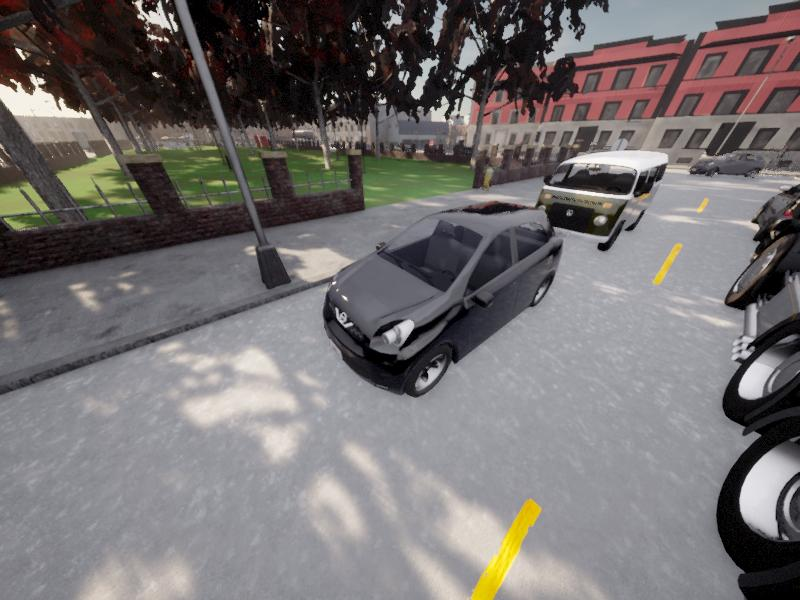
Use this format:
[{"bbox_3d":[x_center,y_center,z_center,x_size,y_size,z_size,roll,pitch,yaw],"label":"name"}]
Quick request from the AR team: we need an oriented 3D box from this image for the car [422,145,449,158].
[{"bbox_3d":[5.331,-22.645,35.143,1.789,1.549,3.705,-25,42,-31],"label":"car"}]

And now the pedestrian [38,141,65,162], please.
[{"bbox_3d":[-36.506,-15.582,24.204,0.751,1.860,0.751,24,41,30],"label":"pedestrian"}]

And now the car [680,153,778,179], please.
[{"bbox_3d":[24.343,-10.084,17.294,3.633,1.501,1.845,5,34,8],"label":"car"}]

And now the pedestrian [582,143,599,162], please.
[{"bbox_3d":[22.627,-17.507,27.416,0.751,1.860,0.751,-25,42,-32],"label":"pedestrian"}]

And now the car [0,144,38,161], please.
[{"bbox_3d":[-45.619,-17.477,27.367,1.845,1.501,3.633,-25,42,-32],"label":"car"}]

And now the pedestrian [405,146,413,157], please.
[{"bbox_3d":[1.237,-21.175,33.001,0.751,1.300,0.751,-25,42,-32],"label":"pedestrian"}]

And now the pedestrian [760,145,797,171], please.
[{"bbox_3d":[32.602,-12.232,19.929,0.751,1.860,0.751,28,44,34],"label":"pedestrian"}]

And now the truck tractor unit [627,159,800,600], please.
[{"bbox_3d":[4.921,-0.457,1.006,6.516,4.208,3.053,-26,42,-32],"label":"truck tractor unit"}]

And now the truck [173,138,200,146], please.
[{"bbox_3d":[-70.850,-52.371,76.707,6.274,2.098,2.390,-25,42,-31],"label":"truck"}]

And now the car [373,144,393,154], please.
[{"bbox_3d":[-3.185,-28.573,43.646,1.970,1.475,3.806,-25,42,-31],"label":"car"}]

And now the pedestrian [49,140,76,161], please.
[{"bbox_3d":[-36.492,-16.158,25.029,0.751,1.860,0.751,-25,42,-31],"label":"pedestrian"}]

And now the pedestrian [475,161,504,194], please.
[{"bbox_3d":[4.321,-5.980,11.236,0.751,1.300,0.751,-25,42,-31],"label":"pedestrian"}]

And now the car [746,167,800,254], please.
[{"bbox_3d":[11.447,-2.455,6.194,3.988,1.617,1.851,-25,42,-32],"label":"car"}]

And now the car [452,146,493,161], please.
[{"bbox_3d":[9.602,-19.628,30.903,1.837,1.490,4.892,-26,42,-32],"label":"car"}]

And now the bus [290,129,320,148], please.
[{"bbox_3d":[-27.739,-46.982,67.430,3.944,4.253,10.273,-25,42,-32],"label":"bus"}]

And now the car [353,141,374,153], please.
[{"bbox_3d":[-7.612,-31.839,47.943,1.932,1.855,4.605,-25,42,-31],"label":"car"}]

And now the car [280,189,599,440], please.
[{"bbox_3d":[0.725,-0.392,3.220,3.633,1.501,1.845,-25,42,-31],"label":"car"}]

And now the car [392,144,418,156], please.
[{"bbox_3d":[0.766,-25.829,39.697,2.007,1.525,4.514,-25,42,-31],"label":"car"}]

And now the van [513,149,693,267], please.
[{"bbox_3d":[5.529,-2.835,6.314,4.480,2.038,2.069,-25,42,-31],"label":"van"}]
